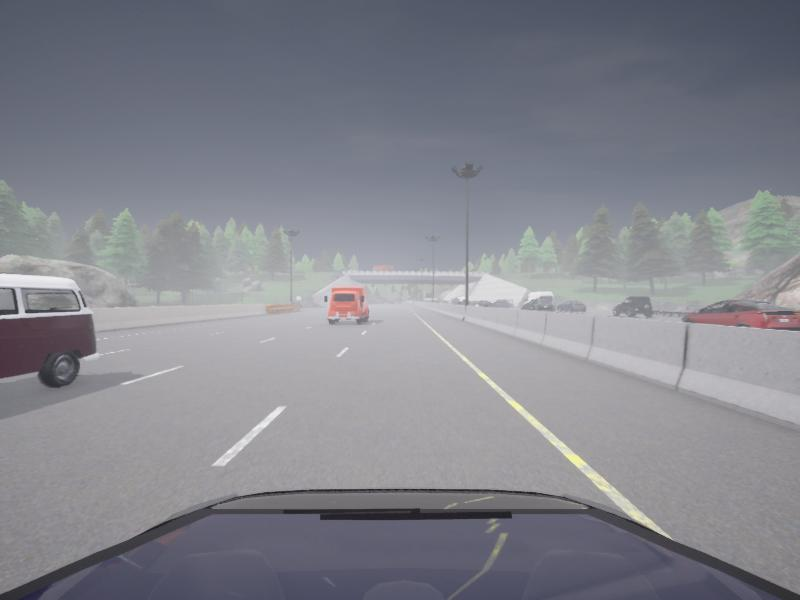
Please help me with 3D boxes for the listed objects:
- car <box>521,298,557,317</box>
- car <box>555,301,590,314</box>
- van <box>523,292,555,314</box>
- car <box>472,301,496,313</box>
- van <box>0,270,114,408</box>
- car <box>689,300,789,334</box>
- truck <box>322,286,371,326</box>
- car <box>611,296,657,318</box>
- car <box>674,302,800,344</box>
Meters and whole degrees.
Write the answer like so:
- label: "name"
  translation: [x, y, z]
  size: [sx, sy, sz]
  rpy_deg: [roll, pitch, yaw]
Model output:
- label: "car"
  translation: [13.999, 0.708, 40.619]
  size: [2.097, 1.767, 4.553]
  rpy_deg: [0, 0, 0]
- label: "car"
  translation: [21.000, 0.855, 48.950]
  size: [2.128, 1.511, 4.902]
  rpy_deg: [0, 0, 0]
- label: "van"
  translation: [17.504, 0.341, 50.616]
  size: [1.988, 2.561, 5.915]
  rpy_deg: [0, 0, 0]
- label: "car"
  translation: [10.499, 0.843, 50.332]
  size: [2.038, 1.542, 4.974]
  rpy_deg: [0, 0, 0]
- label: "van"
  translation: [-6.948, 0.574, 6.004]
  size: [2.069, 2.038, 4.480]
  rpy_deg: [0, 0, 1]
- label: "car"
  translation: [17.502, 0.796, 20.950]
  size: [1.851, 1.617, 3.988]
  rpy_deg: [0, 0, 0]
- label: "truck"
  translation: [-3.499, 0.367, 27.265]
  size: [2.627, 2.467, 5.204]
  rpy_deg: [0, 0, 0]
- label: "car"
  translation: [21.001, 0.657, 36.054]
  size: [1.905, 1.878, 3.866]
  rpy_deg: [0, -1, 0]
- label: "car"
  translation: [13.981, 0.834, 16.672]
  size: [2.007, 1.525, 4.514]
  rpy_deg: [0, 0, 0]
